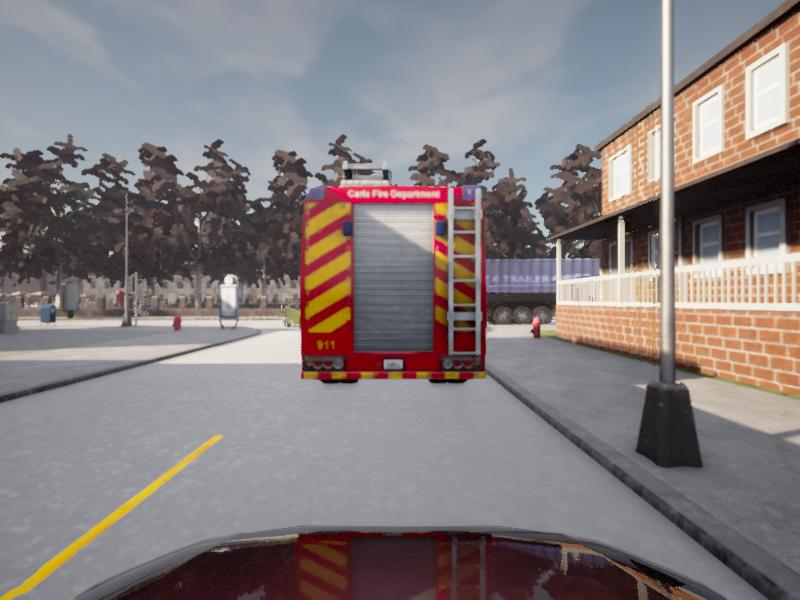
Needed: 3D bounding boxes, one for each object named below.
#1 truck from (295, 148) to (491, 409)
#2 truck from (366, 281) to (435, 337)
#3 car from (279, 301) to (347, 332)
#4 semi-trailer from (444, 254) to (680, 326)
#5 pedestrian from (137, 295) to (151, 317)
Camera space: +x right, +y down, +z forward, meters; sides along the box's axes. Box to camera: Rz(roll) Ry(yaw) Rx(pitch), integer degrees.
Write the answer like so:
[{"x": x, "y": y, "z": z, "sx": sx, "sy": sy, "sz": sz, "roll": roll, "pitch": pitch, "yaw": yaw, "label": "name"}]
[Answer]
[{"x": -0.152, "y": -0.323, "z": 10.121, "sx": 2.891, "sy": 3.827, "sz": 8.468, "roll": 0, "pitch": 0, "yaw": -1, "label": "truck"}, {"x": 0.222, "y": 0.363, "z": 20.423, "sx": 2.627, "sy": 2.467, "sz": 5.204, "roll": 0, "pitch": 1, "yaw": 10, "label": "truck"}, {"x": -4.982, "y": 0.822, "z": 22.414, "sx": 2.007, "sy": 1.525, "sz": 4.514, "roll": 1, "pitch": 0, "yaw": -36, "label": "car"}, {"x": 10.174, "y": -0.624, "z": 25.959, "sx": 14.254, "sy": 4.402, "sz": 2.717, "roll": 0, "pitch": 0, "yaw": -1, "label": "semi-trailer"}, {"x": -22.269, "y": 0.524, "z": 34.823, "sx": 0.751, "sy": 1.860, "sz": 0.751, "roll": 0, "pitch": 0, "yaw": -1, "label": "pedestrian"}]
